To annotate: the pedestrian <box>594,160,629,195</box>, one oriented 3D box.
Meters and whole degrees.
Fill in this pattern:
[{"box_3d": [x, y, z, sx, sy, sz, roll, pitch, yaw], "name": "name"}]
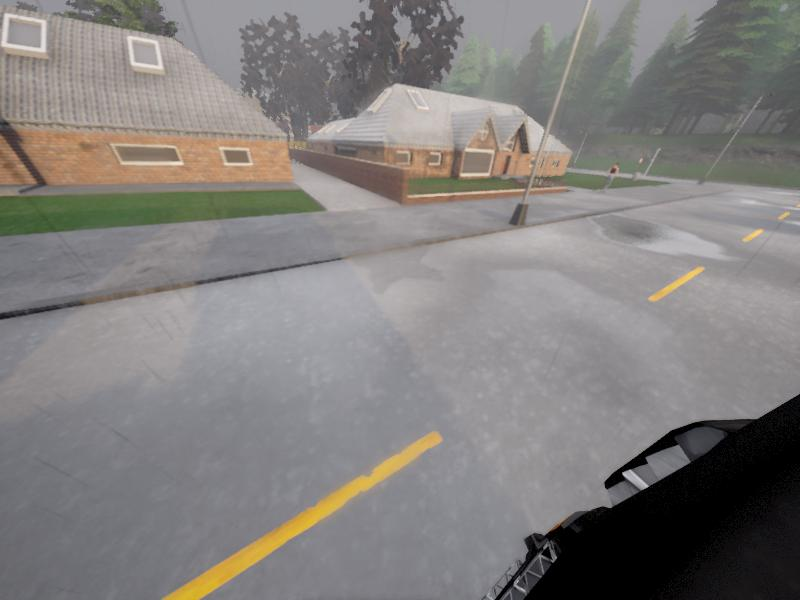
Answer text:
[{"box_3d": [13.505, -7.862, 14.830, 0.751, 1.860, 0.751, -15, 38, -25], "name": "pedestrian"}]
